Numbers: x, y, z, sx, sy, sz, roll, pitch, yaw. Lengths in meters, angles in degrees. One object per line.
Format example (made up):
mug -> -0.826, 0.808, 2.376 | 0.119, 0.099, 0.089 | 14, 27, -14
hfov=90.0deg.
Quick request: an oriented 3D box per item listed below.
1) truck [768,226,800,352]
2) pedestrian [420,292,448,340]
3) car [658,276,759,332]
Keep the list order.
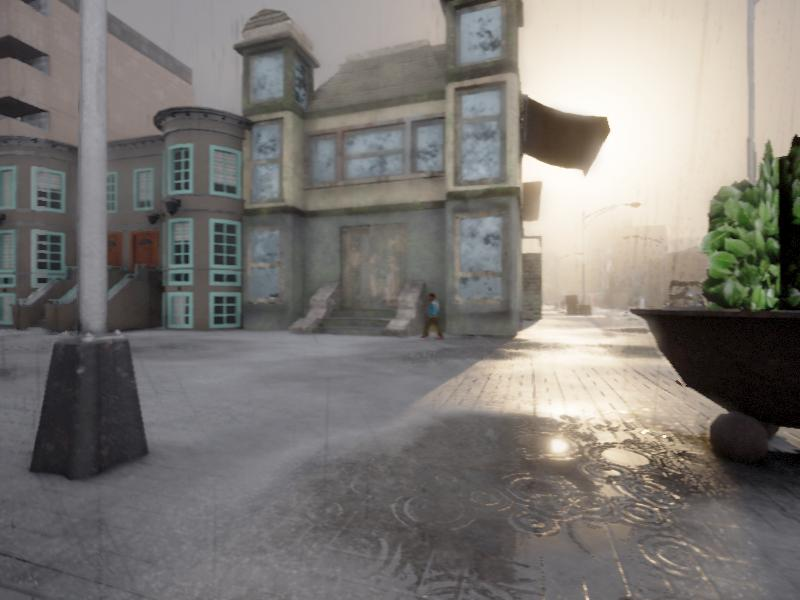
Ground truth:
truck -> 8.646, -0.213, 6.012 | 2.627, 2.467, 5.204 | 0, 0, 18
pedestrian -> 0.805, 0.375, 9.534 | 0.500, 1.100, 0.500 | 0, 0, -25
car -> 11.687, 0.126, 15.489 | 1.905, 1.878, 3.866 | 0, 0, 18
